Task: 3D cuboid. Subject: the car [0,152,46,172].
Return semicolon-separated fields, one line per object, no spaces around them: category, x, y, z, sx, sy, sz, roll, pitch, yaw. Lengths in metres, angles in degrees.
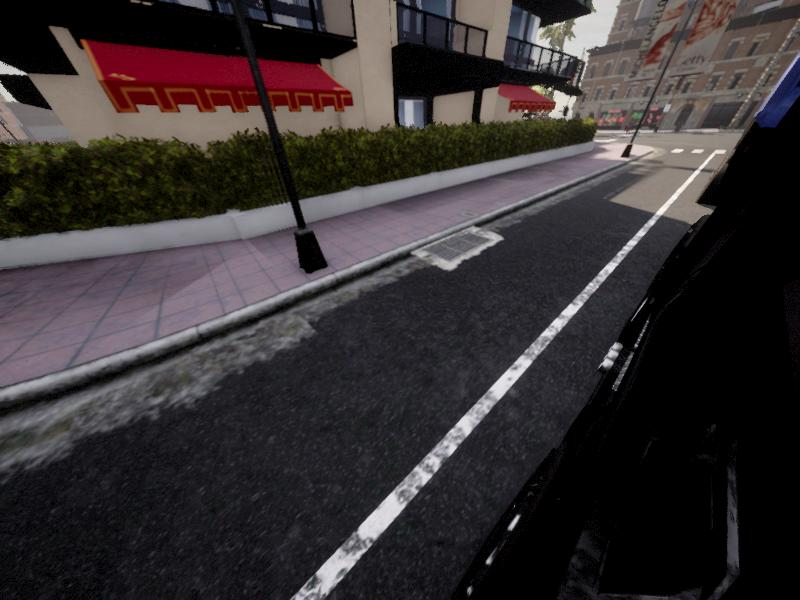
car;-41.196;-15.082;25.104;1.816;1.474;4.193;-28;44;-30

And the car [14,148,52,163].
car;-56.986;-22.524;35.945;1.851;1.617;3.988;-29;44;-30

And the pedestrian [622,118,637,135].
pedestrian;32.112;-24.241;32.308;0.751;1.860;0.751;-31;45;-32

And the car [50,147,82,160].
car;-54.238;-23.859;37.654;1.970;1.475;3.806;-29;44;-30

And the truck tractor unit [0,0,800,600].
truck tractor unit;2.645;-0.295;0.351;6.516;4.208;3.053;-28;44;-30

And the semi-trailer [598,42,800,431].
semi-trailer;8.685;-3.618;4.234;14.254;4.402;2.717;-28;44;-30

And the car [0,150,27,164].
car;-61.683;-22.405;36.178;2.128;1.511;4.902;-29;44;-30

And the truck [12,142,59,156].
truck;-87.797;-36.552;55.810;5.204;2.467;2.627;-28;44;-30

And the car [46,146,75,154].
car;-87.744;-38.878;59.806;3.806;1.475;1.970;-28;44;-30

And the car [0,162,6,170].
car;-44.748;-14.265;24.192;2.038;1.542;4.974;-29;44;-30

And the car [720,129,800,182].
car;16.090;-6.390;9.982;5.357;1.411;2.033;-28;44;-30
